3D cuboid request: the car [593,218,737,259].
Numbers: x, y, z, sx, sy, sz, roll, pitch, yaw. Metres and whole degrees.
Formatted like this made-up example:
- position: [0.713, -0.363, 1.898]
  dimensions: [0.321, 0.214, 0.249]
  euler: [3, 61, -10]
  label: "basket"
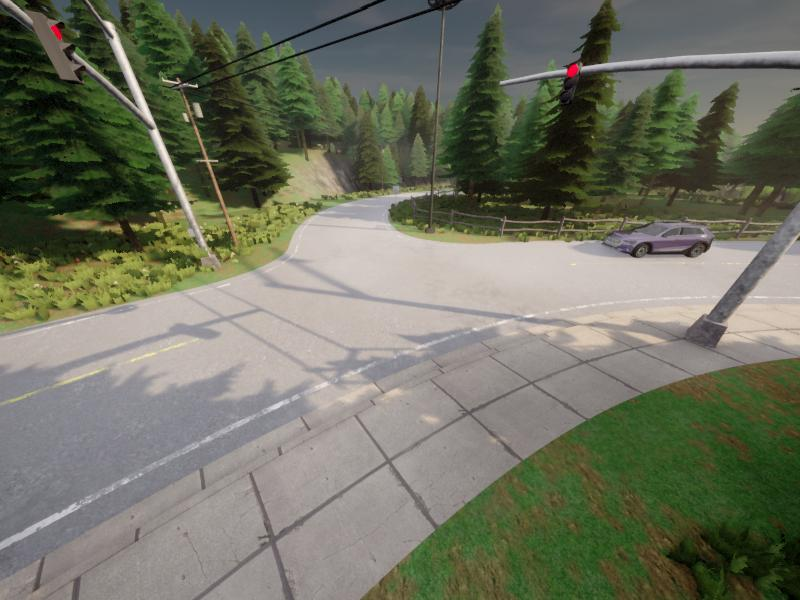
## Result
- position: [13.963, -3.365, 12.511]
  dimensions: [4.856, 1.649, 2.033]
  euler: [0, 30, 0]
  label: "car"
